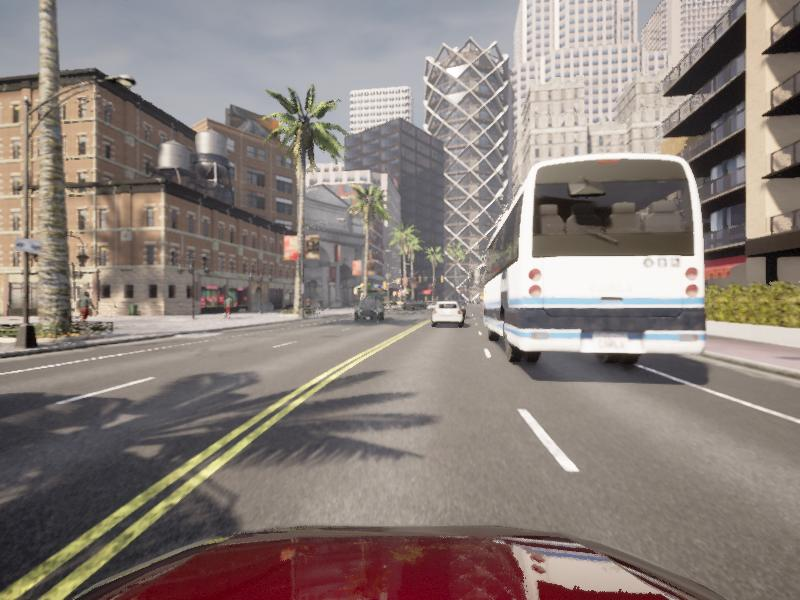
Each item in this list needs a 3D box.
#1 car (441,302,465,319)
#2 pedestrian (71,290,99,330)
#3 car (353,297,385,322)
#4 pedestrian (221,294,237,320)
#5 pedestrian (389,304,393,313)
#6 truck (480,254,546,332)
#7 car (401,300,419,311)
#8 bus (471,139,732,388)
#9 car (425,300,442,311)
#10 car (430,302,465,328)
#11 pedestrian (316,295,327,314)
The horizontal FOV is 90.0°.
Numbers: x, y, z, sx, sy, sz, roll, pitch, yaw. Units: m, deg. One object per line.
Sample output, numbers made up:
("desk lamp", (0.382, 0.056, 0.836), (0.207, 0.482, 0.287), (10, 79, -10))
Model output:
("car", (4.710, 0.898, 35.121), (1.994, 1.385, 4.181), (0, 0, 10))
("pedestrian", (-14.871, 0.474, 18.896), (0.751, 1.860, 0.751), (0, 0, 2))
("car", (-2.277, 0.683, 30.429), (2.097, 1.767, 4.553), (0, 0, -1))
("pedestrian", (-12.367, 0.471, 28.911), (0.751, 1.860, 0.751), (0, 0, 15))
("pedestrian", (-1.110, 1.001, 48.529), (0.500, 1.100, 0.500), (0, 0, 7))
("truck", (6.416, -0.326, 24.073), (2.891, 3.827, 8.468), (0, 0, 9))
("car", (1.563, 0.753, 58.701), (1.930, 1.638, 5.238), (0, 0, 10))
("bus", (4.366, -0.545, 12.163), (3.944, 4.253, 10.273), (0, -1, 8))
("car", (4.873, 0.812, 57.277), (2.007, 1.525, 4.514), (0, 0, 10))
("car", (3.020, 0.846, 24.930), (1.970, 1.475, 3.806), (0, 0, 9))
("pedestrian", (-8.084, 0.469, 41.110), (0.751, 1.860, 0.751), (0, 0, 27))
